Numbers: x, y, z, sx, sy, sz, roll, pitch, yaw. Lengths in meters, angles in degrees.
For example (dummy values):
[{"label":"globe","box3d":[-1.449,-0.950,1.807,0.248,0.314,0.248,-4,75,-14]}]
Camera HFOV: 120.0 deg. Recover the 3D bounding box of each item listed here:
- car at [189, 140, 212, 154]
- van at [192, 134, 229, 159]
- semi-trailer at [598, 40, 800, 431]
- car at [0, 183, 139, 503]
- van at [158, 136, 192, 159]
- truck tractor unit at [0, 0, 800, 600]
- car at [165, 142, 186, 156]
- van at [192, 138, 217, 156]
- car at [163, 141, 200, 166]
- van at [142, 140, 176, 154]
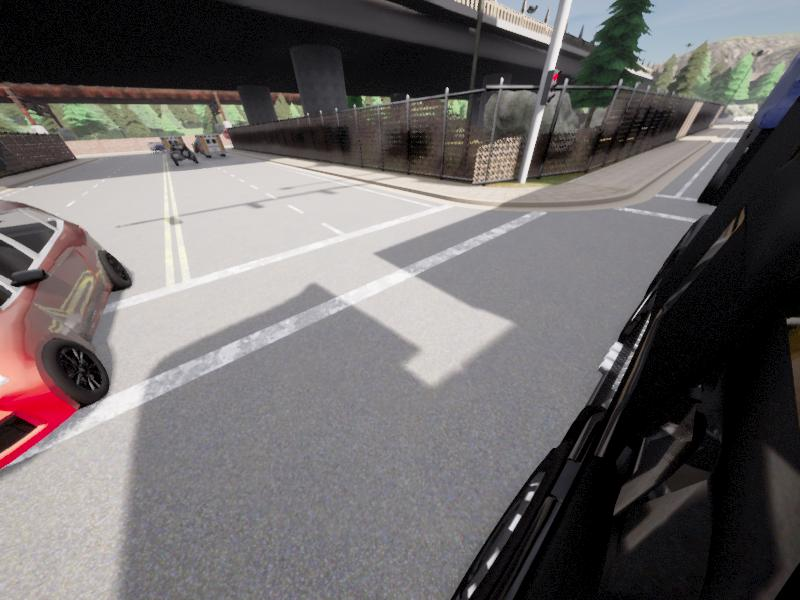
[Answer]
[{"label":"car","box3d":[-33.747,-25.988,39.106,2.097,1.767,4.553,-28,44,-30]},{"label":"van","box3d":[-24.820,-20.162,30.218,2.351,2.431,6.366,-28,44,-30]},{"label":"semi-trailer","box3d":[8.687,-3.621,4.226,14.254,4.402,2.717,-28,44,-30]},{"label":"car","box3d":[-5.003,0.112,2.450,2.242,1.667,4.611,-28,43,-30]},{"label":"van","box3d":[-31.357,-21.359,32.230,2.351,2.431,6.366,-28,44,-30]},{"label":"truck tractor unit","box3d":[2.645,-0.295,0.351,6.516,4.208,3.053,-28,44,-30]},{"label":"car","box3d":[-36.195,-24.333,37.201,1.851,1.617,3.988,-28,44,-30]},{"label":"van","box3d":[-29.839,-23.402,35.239,1.775,1.987,4.442,-28,44,-30]},{"label":"car","box3d":[-22.625,-15.201,23.903,1.932,1.855,4.605,-28,44,-30]},{"label":"van","box3d":[-47.084,-30.121,45.313,1.775,1.987,4.442,-2,37,1]}]
